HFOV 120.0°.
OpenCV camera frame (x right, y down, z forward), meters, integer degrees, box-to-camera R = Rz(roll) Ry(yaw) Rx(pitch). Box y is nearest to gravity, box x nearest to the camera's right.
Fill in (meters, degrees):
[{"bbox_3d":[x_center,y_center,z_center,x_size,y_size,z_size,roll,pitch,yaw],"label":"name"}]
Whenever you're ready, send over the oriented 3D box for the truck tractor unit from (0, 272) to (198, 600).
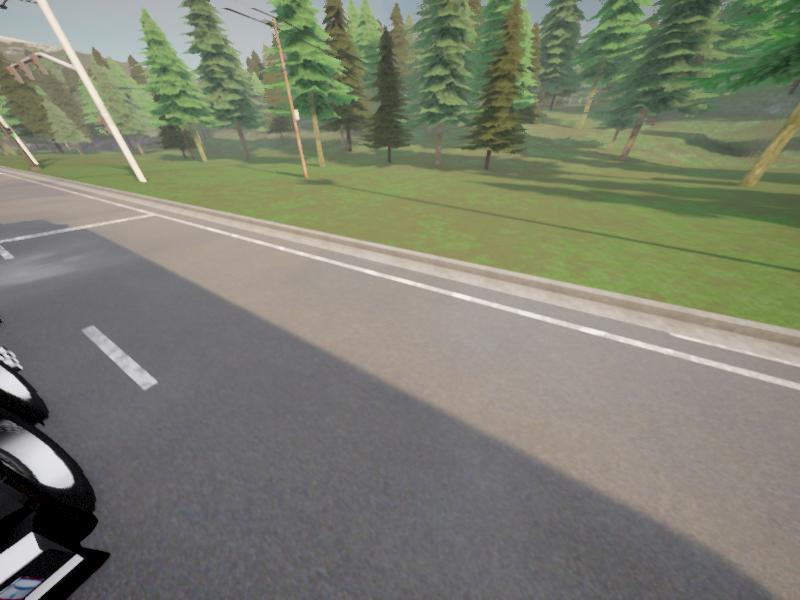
[{"bbox_3d":[-5.119,-0.293,0.765,6.516,4.208,3.053,18,38,23],"label":"truck tractor unit"}]
